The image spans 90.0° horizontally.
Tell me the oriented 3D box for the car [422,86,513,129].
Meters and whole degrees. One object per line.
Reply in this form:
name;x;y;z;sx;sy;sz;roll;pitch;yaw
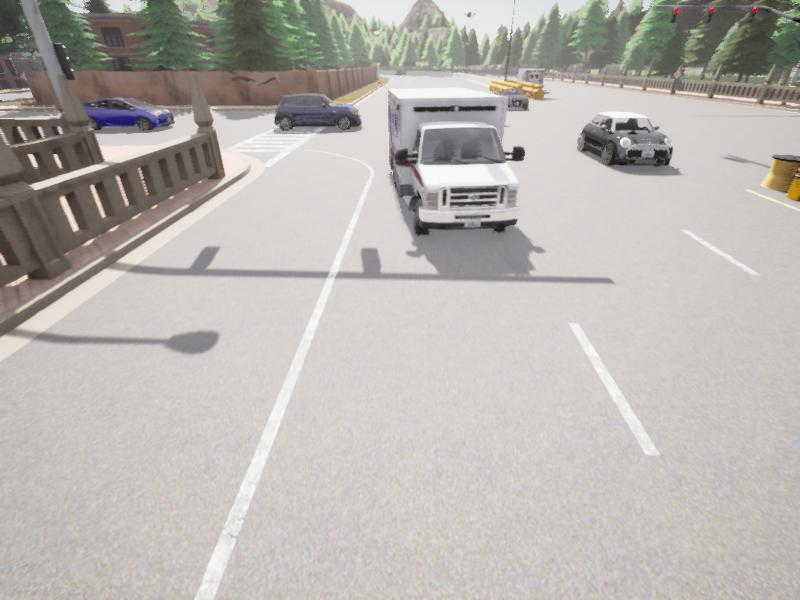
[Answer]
car;3.736;-10.988;22.707;4.605;1.855;1.932;-9;32;-13

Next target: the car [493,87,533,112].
car;8.607;-15.516;30.856;1.994;1.385;4.181;1;31;2

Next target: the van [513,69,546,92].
van;16.469;-28.249;51.371;2.351;2.431;6.366;1;31;2

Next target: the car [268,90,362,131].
car;-4.374;-10.151;21.398;4.553;1.767;2.097;-2;31;-3

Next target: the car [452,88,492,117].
car;5.029;-14.193;28.604;2.033;1.411;5.357;1;31;2

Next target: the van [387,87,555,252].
van;1.057;-3.609;9.676;2.351;2.431;6.366;-3;30;-4

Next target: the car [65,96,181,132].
car;-14.663;-9.976;21.406;4.514;1.525;2.007;1;31;2

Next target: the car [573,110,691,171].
car;7.956;-5.778;14.240;1.970;1.475;3.806;1;31;2

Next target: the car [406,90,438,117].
car;1.495;-13.704;27.814;1.994;1.385;4.181;1;31;2
